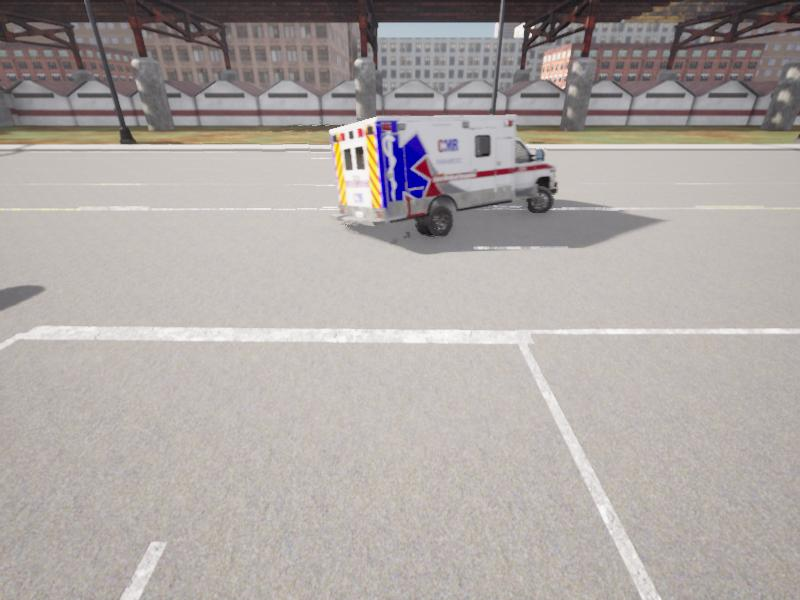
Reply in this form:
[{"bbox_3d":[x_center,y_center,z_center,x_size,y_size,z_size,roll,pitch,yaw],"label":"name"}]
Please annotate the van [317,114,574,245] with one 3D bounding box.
[{"bbox_3d":[1.440,-3.328,10.442,6.366,2.431,2.351,-16,22,-30],"label":"van"}]
